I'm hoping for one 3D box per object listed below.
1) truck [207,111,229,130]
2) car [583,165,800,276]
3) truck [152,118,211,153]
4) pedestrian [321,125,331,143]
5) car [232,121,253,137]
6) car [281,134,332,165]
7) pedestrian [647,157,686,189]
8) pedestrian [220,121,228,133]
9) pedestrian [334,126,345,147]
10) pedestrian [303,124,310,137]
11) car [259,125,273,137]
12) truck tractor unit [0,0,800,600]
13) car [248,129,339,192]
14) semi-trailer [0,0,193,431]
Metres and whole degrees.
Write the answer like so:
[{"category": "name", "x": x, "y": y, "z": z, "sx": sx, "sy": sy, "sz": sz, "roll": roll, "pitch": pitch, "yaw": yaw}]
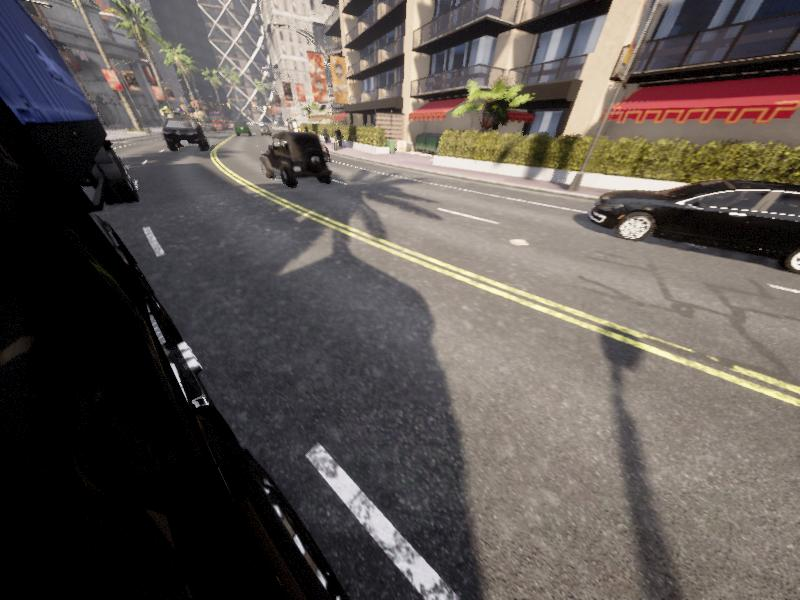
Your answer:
[{"category": "truck", "x": -51.365, "y": -50.851, "z": 65.502, "sx": 2.891, "sy": 3.827, "sz": 8.468, "roll": -15, "pitch": 40, "yaw": -22}, {"category": "car", "x": 7.701, "y": -2.054, "z": 5.590, "sx": 4.892, "sy": 1.490, "sz": 1.837, "roll": 24, "pitch": 42, "yaw": 26}, {"category": "truck", "x": -18.060, "y": -13.987, "z": 19.555, "sx": 2.390, "sy": 2.098, "sz": 6.274, "roll": -18, "pitch": 41, "yaw": -25}, {"category": "pedestrian", "x": -9.824, "y": -22.012, "z": 30.673, "sx": 0.751, "sy": 1.860, "sz": 0.751, "roll": -16, "pitch": 40, "yaw": -23}, {"category": "car", "x": -27.057, "y": -29.506, "z": 39.840, "sx": 2.150, "sy": 2.045, "sz": 5.566, "roll": -14, "pitch": 40, "yaw": -21}, {"category": "car", "x": -6.678, "y": -10.780, "z": 16.445, "sx": 1.970, "sy": 1.475, "sz": 3.806, "roll": -24, "pitch": 44, "yaw": -30}, {"category": "pedestrian", "x": 13.345, "y": -6.403, "z": 11.627, "sx": 0.751, "sy": 1.300, "sz": 0.751, "roll": 28, "pitch": 44, "yaw": 30}, {"category": "pedestrian", "x": -36.250, "y": -35.576, "z": 47.543, "sx": 0.751, "sy": 1.860, "sz": 0.751, "roll": -15, "pitch": 40, "yaw": -22}, {"category": "pedestrian", "x": -6.678, "y": -17.992, "z": 25.478, "sx": 0.751, "sy": 1.860, "sz": 0.751, "roll": -16, "pitch": 41, "yaw": -23}, {"category": "pedestrian", "x": -16.620, "y": -30.144, "z": 41.159, "sx": 0.751, "sy": 1.860, "sz": 0.751, "roll": -15, "pitch": 40, "yaw": -22}, {"category": "car", "x": -24.765, "y": -31.242, "z": 42.663, "sx": 1.851, "sy": 1.617, "sz": 3.988, "roll": -15, "pitch": 40, "yaw": -22}, {"category": "truck tractor unit", "x": -2.645, "y": -0.295, "z": 0.351, "sx": 6.516, "sy": 4.208, "sz": 3.053, "roll": 28, "pitch": 44, "yaw": 30}, {"category": "car", "x": -4.684, "y": -6.261, "z": 10.168, "sx": 1.905, "sy": 1.878, "sz": 3.866, "roll": -29, "pitch": 47, "yaw": -35}, {"category": "semi-trailer", "x": -8.280, "y": -3.850, "z": 4.613, "sx": 2.717, "sy": 4.402, "sz": 14.254, "roll": -29, "pitch": 47, "yaw": -35}]
